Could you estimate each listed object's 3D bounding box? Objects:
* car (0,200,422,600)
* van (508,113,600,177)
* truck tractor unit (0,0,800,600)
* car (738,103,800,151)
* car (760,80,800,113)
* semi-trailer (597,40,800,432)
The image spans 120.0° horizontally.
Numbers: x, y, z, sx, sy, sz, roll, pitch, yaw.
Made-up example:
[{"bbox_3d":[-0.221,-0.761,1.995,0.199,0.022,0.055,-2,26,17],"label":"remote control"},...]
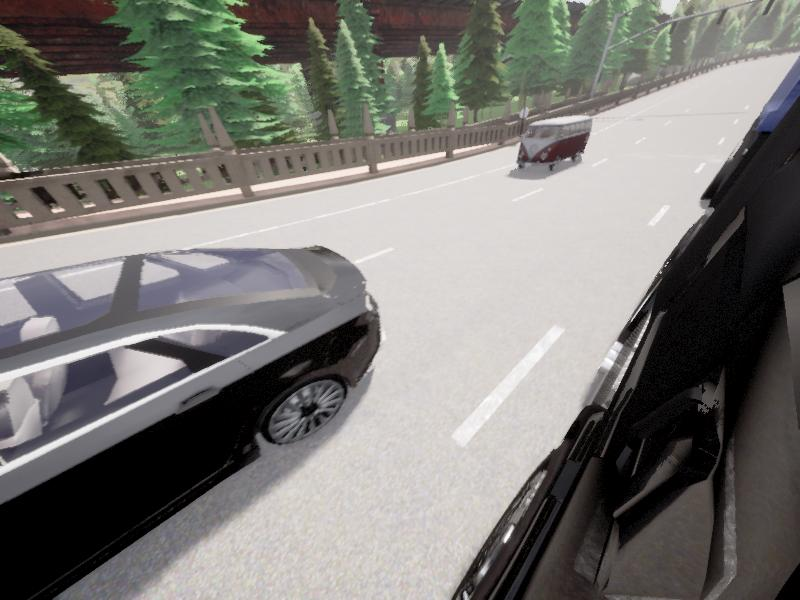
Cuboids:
[{"bbox_3d":[-2.385,0.754,1.497,4.902,1.511,2.128,-27,43,-31],"label":"car"},{"bbox_3d":[7.578,-7.721,11.389,4.442,1.987,1.775,-30,45,-28],"label":"van"},{"bbox_3d":[2.645,-0.295,0.351,6.516,4.208,3.053,-28,44,-30],"label":"truck tractor unit"},{"bbox_3d":[18.876,-8.538,11.295,4.181,1.385,1.994,-32,46,-27],"label":"car"},{"bbox_3d":[28.875,-14.988,16.904,3.806,1.475,1.970,-31,45,-24],"label":"car"},{"bbox_3d":[8.685,-3.685,4.132,14.254,4.402,2.717,-29,44,-29],"label":"semi-trailer"}]
